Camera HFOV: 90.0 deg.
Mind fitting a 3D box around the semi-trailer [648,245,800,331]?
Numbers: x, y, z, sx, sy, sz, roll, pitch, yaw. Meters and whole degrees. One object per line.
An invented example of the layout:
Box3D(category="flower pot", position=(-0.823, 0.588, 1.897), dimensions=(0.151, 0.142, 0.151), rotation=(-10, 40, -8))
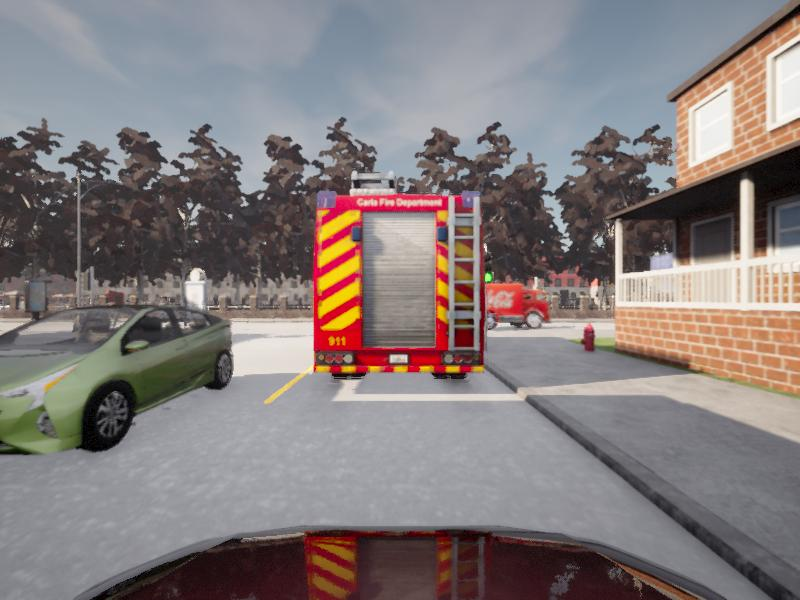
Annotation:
Box3D(category="semi-trailer", position=(21.639, -0.624, 22.026), dimensions=(14.254, 4.402, 2.717), rotation=(0, 0, 0))

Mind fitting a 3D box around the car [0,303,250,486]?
Box3D(category="car", position=(-3.981, 0.828, 5.670), dimensions=(2.007, 1.525, 4.514), rotation=(0, 0, 0))

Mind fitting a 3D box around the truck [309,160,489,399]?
Box3D(category="truck", position=(-0.026, -0.323, 10.648), dimensions=(2.891, 3.827, 8.468), rotation=(0, 0, 0))

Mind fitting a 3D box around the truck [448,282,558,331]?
Box3D(category="truck", position=(5.519, 0.347, 21.894), dimensions=(5.204, 2.467, 2.627), rotation=(0, -1, -11))

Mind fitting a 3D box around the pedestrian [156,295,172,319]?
Box3D(category="pedestrian", position=(-18.435, 0.528, 31.256), dimensions=(0.751, 1.860, 0.751), rotation=(0, 0, 0))
